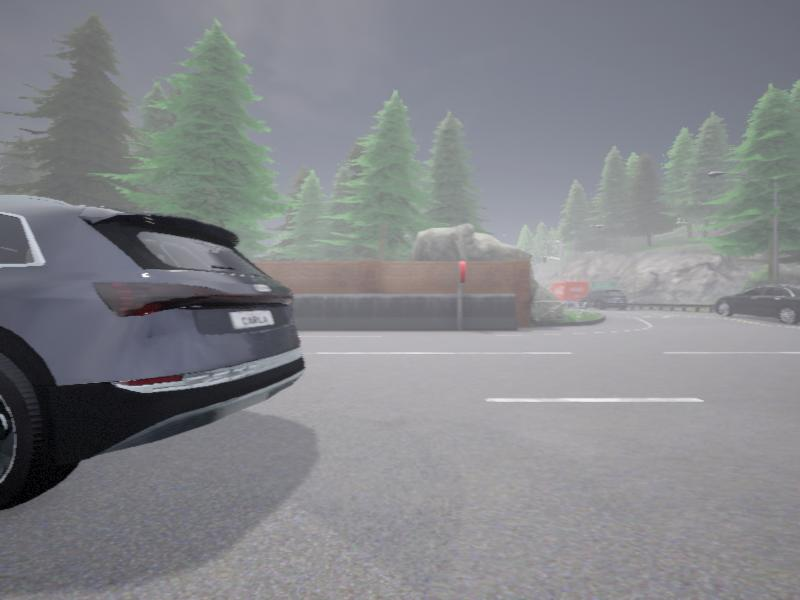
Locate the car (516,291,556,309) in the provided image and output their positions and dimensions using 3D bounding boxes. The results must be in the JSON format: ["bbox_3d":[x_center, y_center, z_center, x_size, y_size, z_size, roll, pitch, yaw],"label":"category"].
[{"bbox_3d":[12.301,0.015,36.541,2.038,1.542,4.974,0,0,1],"label":"car"}]

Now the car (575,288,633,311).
[{"bbox_3d":[15.733,-0.036,31.196,2.033,1.649,4.856,0,0,1],"label":"car"}]

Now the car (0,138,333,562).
[{"bbox_3d":[-3.165,0.183,2.987,4.856,1.649,2.033,0,0,10],"label":"car"}]

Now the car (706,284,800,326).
[{"bbox_3d":[15.593,0.116,16.622,1.837,1.490,4.892,-1,3,-2],"label":"car"}]

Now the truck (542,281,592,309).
[{"bbox_3d":[15.806,-0.457,38.205,2.627,2.467,5.204,0,0,1],"label":"truck"}]
